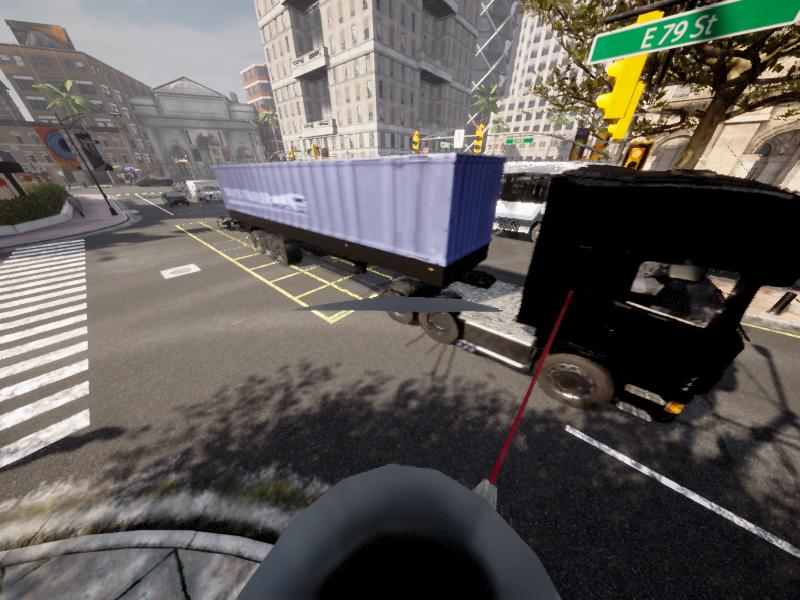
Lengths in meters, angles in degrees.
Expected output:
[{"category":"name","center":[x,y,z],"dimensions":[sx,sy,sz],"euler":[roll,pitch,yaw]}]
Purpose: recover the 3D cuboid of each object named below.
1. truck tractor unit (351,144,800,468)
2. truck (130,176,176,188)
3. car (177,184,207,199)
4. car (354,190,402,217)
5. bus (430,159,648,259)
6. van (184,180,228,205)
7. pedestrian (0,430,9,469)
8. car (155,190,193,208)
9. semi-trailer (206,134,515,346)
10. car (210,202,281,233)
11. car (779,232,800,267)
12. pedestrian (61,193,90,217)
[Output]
[{"category":"truck tractor unit","center":[2.453,-0.880,5.257],"dimensions":[6.516,4.208,3.053],"euler":[23,40,34]},{"category":"truck","center":[-55.077,-26.473,51.755],"dimensions":[6.274,2.098,2.390],"euler":[-9,31,-15]},{"category":"car","center":[-31.092,-16.241,34.507],"dimensions":[4.856,1.649,2.033],"euler":[23,37,34]},{"category":"car","center":[-2.000,-9.476,22.542],"dimensions":[1.932,1.855,4.605],"euler":[22,37,34]},{"category":"bus","center":[7.422,-6.282,14.634],"dimensions":[10.273,4.253,3.944],"euler":[23,37,34]},{"category":"van","center":[-25.231,-14.113,30.022],"dimensions":[6.366,2.431,2.351],"euler":[23,37,34]},{"category":"pedestrian","center":[-6.596,1.779,3.014],"dimensions":[0.751,1.860,0.751],"euler":[21,36,32]},{"category":"car","center":[-27.136,-12.180,27.707],"dimensions":[5.357,1.411,2.033],"euler":[23,37,34]},{"category":"semi-trailer","center":[-3.559,-3.543,9.700],"dimensions":[14.254,4.402,2.717],"euler":[23,37,34]},{"category":"car","center":[-11.523,-6.325,17.484],"dimensions":[1.970,1.475,3.806],"euler":[23,37,34]},{"category":"car","center":[20.630,-1.829,9.804],"dimensions":[4.181,1.385,1.994],"euler":[23,37,34]},{"category":"pedestrian","center":[-28.270,-8.298,20.165],"dimensions":[0.751,1.860,0.751],"euler":[23,37,34]}]
